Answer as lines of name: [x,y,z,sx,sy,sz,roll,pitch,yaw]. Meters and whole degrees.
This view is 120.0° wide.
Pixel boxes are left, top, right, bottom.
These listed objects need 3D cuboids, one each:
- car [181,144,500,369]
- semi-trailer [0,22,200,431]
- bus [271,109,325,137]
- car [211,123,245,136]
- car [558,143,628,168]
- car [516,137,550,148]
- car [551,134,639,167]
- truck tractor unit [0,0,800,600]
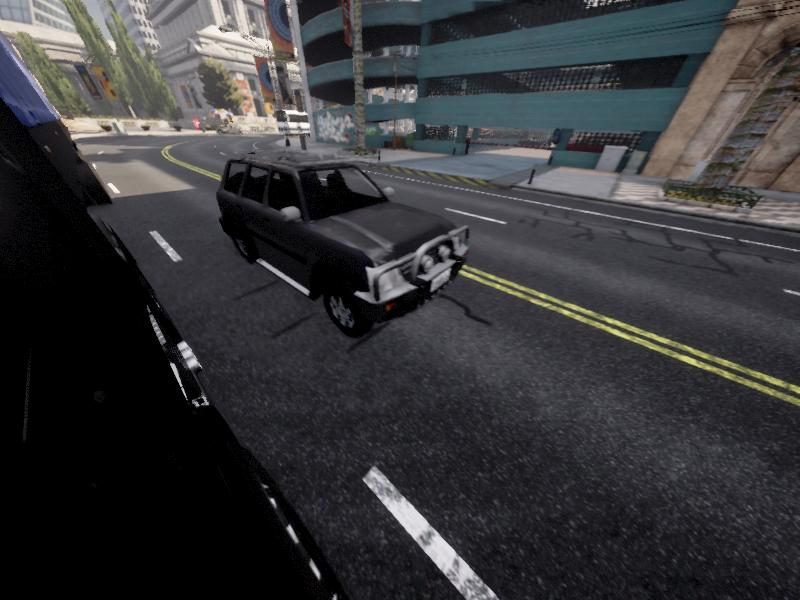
car: [-1.254,-1.316,3.777,4.605,1.855,1.932,27,43,31]
semi-trailer: [-8.605,-3.652,4.338,14.254,4.402,2.717,29,44,31]
bus: [-21.438,-37.828,49.590,3.944,4.253,10.273,16,39,17]
car: [-31.470,-31.351,42.463,2.242,1.667,4.611,7,37,7]
car: [17.554,-13.338,21.204,4.514,1.523,2.007,28,44,30]
car: [25.039,-29.684,43.506,4.902,1.511,2.128,28,44,30]
car: [17.523,-13.676,20.999,5.566,2.045,2.435,28,44,30]
truck tractor unit: [-2.645,-0.295,0.351,6.516,4.208,3.053,28,44,30]
